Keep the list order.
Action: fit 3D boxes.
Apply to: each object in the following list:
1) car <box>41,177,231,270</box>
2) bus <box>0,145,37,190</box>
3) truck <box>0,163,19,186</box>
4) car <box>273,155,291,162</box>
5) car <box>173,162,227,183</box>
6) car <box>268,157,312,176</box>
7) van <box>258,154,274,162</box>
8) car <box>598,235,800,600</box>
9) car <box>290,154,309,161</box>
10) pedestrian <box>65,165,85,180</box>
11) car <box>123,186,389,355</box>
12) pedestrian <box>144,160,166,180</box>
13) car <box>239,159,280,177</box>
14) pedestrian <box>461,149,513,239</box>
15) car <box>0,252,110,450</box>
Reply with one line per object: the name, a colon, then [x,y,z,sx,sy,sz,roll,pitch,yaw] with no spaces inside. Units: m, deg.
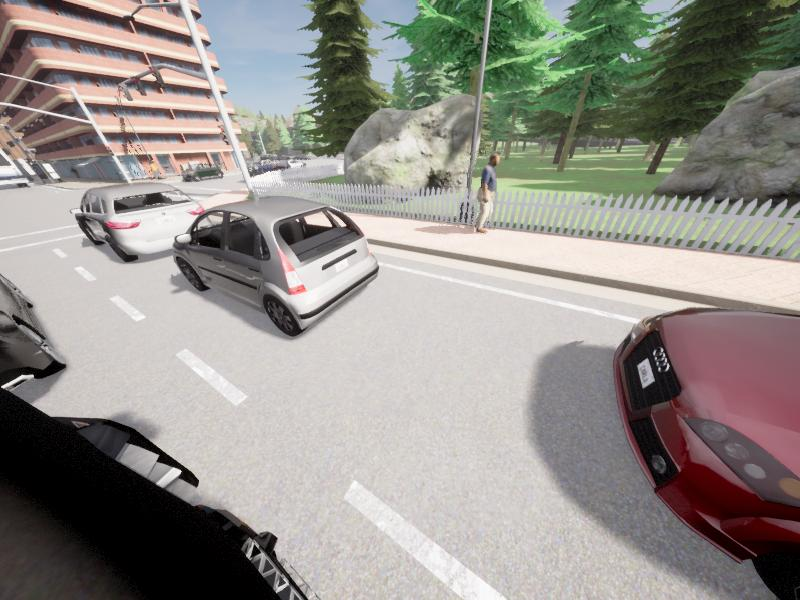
car: [-7.776,-2.546,6.876,4.611,1.667,2.242,17,38,27]
bus: [-49.467,-15.796,27.736,10.273,4.253,3.944,16,38,27]
truck: [-60.300,-18.900,33.627,8.468,3.827,2.891,16,38,27]
car: [-33.551,-40.390,65.922,4.892,1.490,1.837,17,38,27]
car: [-21.157,-13.659,24.657,1.789,1.549,3.705,9,35,17]
car: [-12.851,-15.904,27.419,2.038,1.542,4.974,5,35,12]
van: [-40.266,-42.604,69.339,4.442,1.987,1.775,17,38,27]
car: [3.739,1.000,0.915,4.181,1.385,1.994,18,39,28]
car: [-29.086,-41.268,66.983,5.357,1.411,2.033,18,39,28]
pedestrian: [-46.617,-18.313,33.147,0.751,1.860,0.751,16,38,26]
car: [-2.423,-0.927,4.080,3.988,1.617,1.851,16,38,27]
pedestrian: [-26.867,-14.226,25.357,0.751,1.860,0.751,16,38,27]
car: [-16.472,-15.683,27.411,1.970,1.475,3.806,4,34,10]
pedestrian: [2.092,-2.574,5.661,0.751,1.860,0.751,17,38,27]
car: [-6.015,0.309,2.584,4.902,1.511,2.128,16,38,27]
